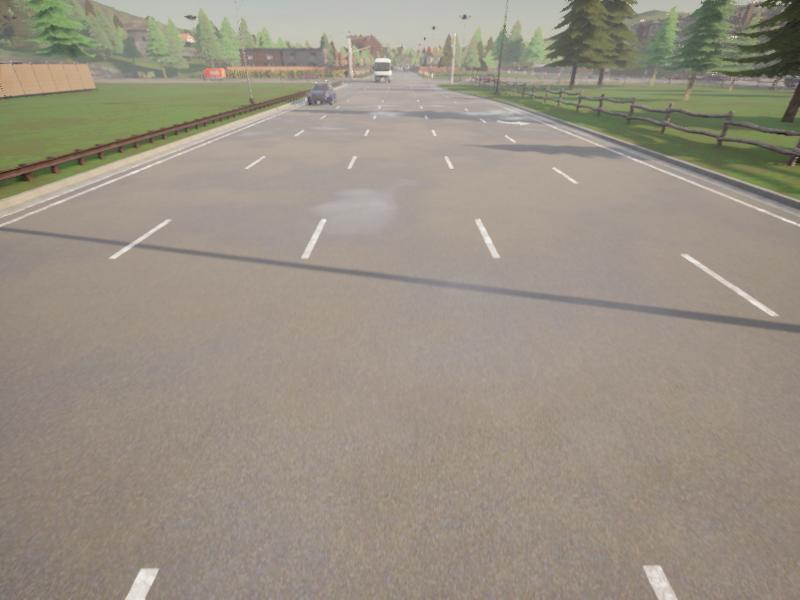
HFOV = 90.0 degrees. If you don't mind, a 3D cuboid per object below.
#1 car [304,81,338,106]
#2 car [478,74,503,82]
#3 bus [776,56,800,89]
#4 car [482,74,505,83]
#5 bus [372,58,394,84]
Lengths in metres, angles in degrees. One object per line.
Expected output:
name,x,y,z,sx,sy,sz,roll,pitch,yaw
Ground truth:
car,-6.960,-18.496,35.783,2.097,1.767,4.553,0,30,0
car,19.104,-46.800,84.424,4.792,1.488,2.163,0,30,1
bus,61.160,-32.647,57.538,3.944,4.253,10.273,0,30,0
car,18.988,-45.085,81.372,3.988,1.617,1.851,0,30,1
bus,-3.297,-47.102,82.188,3.944,4.253,10.273,0,31,0
